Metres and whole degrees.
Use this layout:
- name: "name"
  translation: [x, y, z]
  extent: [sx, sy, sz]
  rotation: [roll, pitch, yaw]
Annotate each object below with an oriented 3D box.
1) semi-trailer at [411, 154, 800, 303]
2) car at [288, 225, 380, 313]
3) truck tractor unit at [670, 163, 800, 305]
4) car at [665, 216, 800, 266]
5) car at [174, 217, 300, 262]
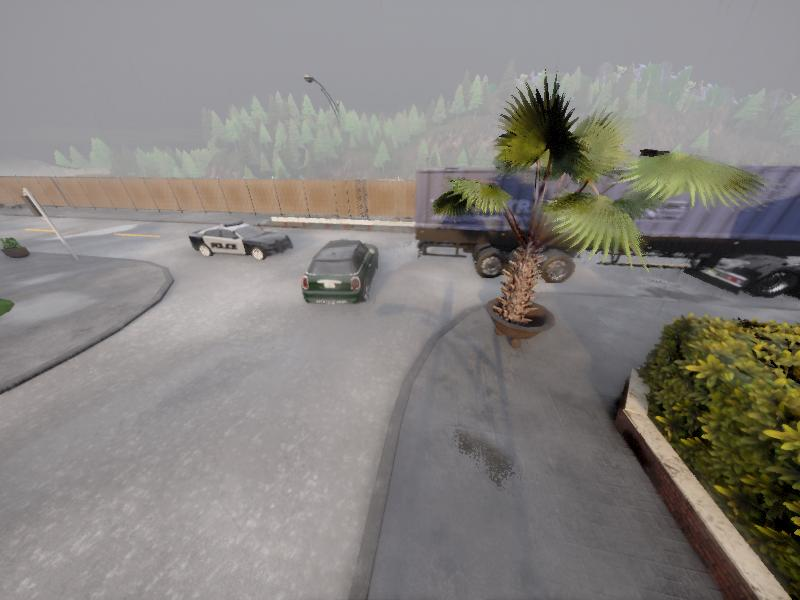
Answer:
- name: "semi-trailer"
  translation: [7.734, -3.063, 9.093]
  extent: [14.254, 4.402, 2.717]
  rotation: [5, 30, 9]
- name: "car"
  translation: [-2.112, -1.504, 9.025]
  extent: [2.097, 1.767, 4.553]
  rotation: [1, 30, 2]
- name: "truck tractor unit"
  translation: [15.527, -2.284, 7.935]
  extent: [6.516, 4.208, 3.053]
  rotation: [5, 31, 8]
- name: "car"
  translation: [17.471, -3.080, 11.753]
  extent: [4.553, 1.767, 2.097]
  rotation: [5, 30, 9]
- name: "car"
  translation: [-8.403, -3.280, 12.252]
  extent: [5.238, 1.638, 1.930]
  rotation: [5, 30, 9]
